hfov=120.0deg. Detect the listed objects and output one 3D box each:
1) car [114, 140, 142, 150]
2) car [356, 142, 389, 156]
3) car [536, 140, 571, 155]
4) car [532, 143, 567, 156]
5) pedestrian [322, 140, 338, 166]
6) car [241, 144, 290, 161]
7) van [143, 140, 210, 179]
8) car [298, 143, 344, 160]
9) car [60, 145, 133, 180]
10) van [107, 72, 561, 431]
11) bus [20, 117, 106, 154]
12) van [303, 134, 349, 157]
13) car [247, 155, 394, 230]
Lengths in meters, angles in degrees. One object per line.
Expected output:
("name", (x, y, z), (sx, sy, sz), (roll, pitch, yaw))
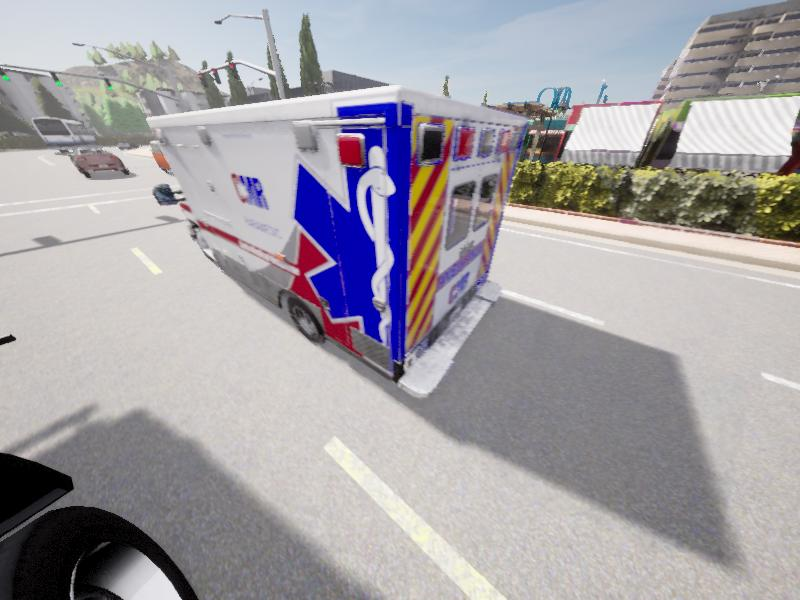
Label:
("car", (-52.897, -30.248, 44.998), (1.851, 1.617, 3.988), (-13, 37, -18))
("car", (-4.180, -23.447, 35.785), (1.801, 1.575, 5.366), (25, 42, 30))
("car", (23.948, -23.858, 36.086), (3.866, 1.878, 1.905), (23, 41, 29))
("car", (22.209, -22.336, 34.326), (3.806, 1.475, 1.970), (23, 41, 29))
("pedestrian", (-5.958, -12.577, 19.791), (0.751, 1.860, 0.751), (24, 42, 30))
("car", (-16.121, -17.949, 27.926), (2.007, 1.525, 4.514), (25, 42, 30))
("van", (-15.533, -9.852, 16.042), (4.442, 1.987, 1.775), (25, 42, 30))
("car", (-9.999, -19.168, 29.662), (1.801, 1.575, 5.366), (25, 42, 31))
("car", (-21.076, -9.651, 16.023), (5.027, 1.651, 2.152), (24, 42, 30))
("van", (-1.647, -1.408, 3.789), (6.366, 2.431, 2.351), (23, 41, 29))
("bus", (-52.260, -25.903, 36.543), (3.944, 4.253, 10.273), (-22, 41, -28))
("van", (-10.517, -22.481, 33.528), (1.988, 2.561, 5.915), (25, 42, 30))
("car", (-2.870, -4.119, 8.325), (5.027, 1.651, 2.152), (23, 41, 29))
